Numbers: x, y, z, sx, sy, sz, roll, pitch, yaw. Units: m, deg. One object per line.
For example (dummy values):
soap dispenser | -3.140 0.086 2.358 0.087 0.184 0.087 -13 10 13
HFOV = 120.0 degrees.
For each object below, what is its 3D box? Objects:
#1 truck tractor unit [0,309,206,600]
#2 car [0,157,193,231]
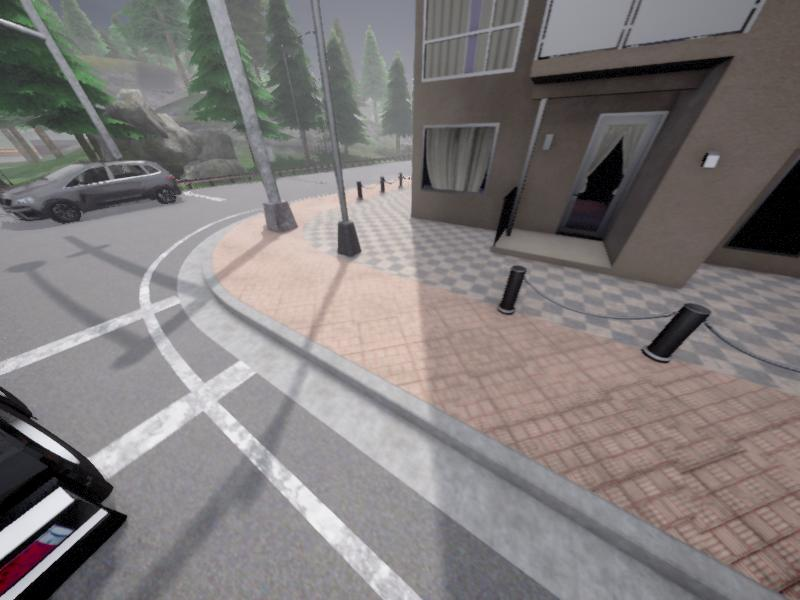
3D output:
truck tractor unit | -5.230 -0.160 0.606 6.516 4.208 3.053 13 37 19
car | -11.441 -4.294 8.777 2.242 1.667 4.611 12 37 18
